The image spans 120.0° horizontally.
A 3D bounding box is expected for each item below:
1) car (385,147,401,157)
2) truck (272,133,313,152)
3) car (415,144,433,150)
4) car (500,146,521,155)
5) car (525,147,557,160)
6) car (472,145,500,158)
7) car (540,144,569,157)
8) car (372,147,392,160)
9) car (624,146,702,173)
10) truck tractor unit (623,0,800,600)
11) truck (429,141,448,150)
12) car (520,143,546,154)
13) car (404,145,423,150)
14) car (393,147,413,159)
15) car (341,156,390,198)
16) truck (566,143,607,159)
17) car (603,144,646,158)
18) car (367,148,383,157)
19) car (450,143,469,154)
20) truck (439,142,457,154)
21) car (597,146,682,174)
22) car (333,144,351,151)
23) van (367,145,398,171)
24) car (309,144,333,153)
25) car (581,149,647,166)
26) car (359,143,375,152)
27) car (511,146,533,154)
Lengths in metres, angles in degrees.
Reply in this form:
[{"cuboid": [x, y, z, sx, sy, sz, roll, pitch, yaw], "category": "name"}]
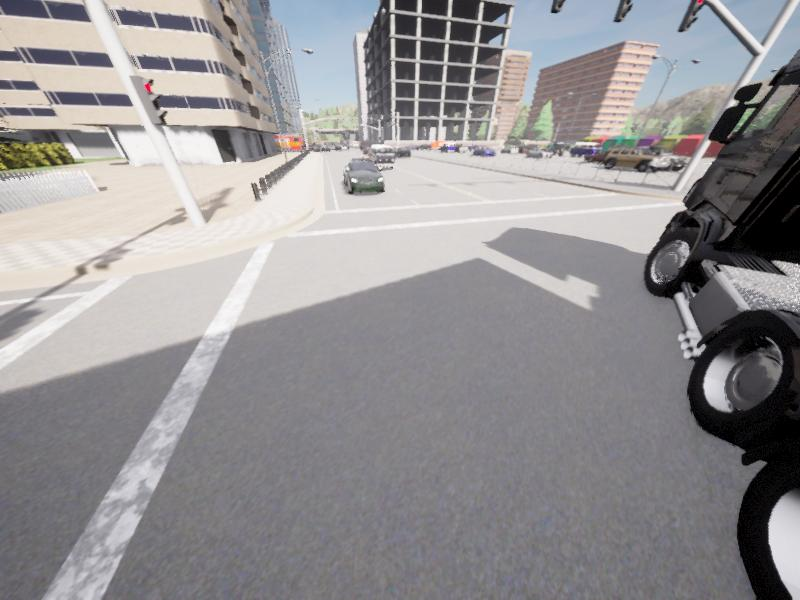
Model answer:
[{"cuboid": [-1.344, -27.912, 43.485, 1.812, 1.442, 4.674, -9, 35, -13], "category": "car"}, {"cuboid": [-26.820, -39.513, 58.103, 8.468, 3.827, 2.891, -9, 36, -14], "category": "truck"}, {"cuboid": [7.275, -46.245, 69.848, 4.892, 1.490, 1.837, -9, 35, -13], "category": "car"}, {"cuboid": [23.300, -31.770, 48.957, 1.970, 1.475, 3.806, -9, 35, -13], "category": "car"}, {"cuboid": [21.699, -22.671, 35.690, 1.970, 1.475, 3.806, -9, 35, -13], "category": "car"}, {"cuboid": [14.581, -25.419, 39.545, 2.242, 1.667, 4.611, -9, 35, -13], "category": "car"}, {"cuboid": [28.383, -27.647, 42.542, 1.905, 1.878, 3.866, -9, 35, -13], "category": "car"}, {"cuboid": [-2.942, -23.770, 37.409, 2.163, 1.488, 4.792, -9, 35, -13], "category": "car"}, {"cuboid": [23.676, -12.929, 21.073, 1.905, 1.878, 3.866, -9, 35, -13], "category": "car"}, {"cuboid": [4.566, -0.640, 1.288, 3.053, 4.208, 6.516, 22, 40, 28], "category": "truck tractor unit"}, {"cuboid": [12.301, -49.379, 73.810, 5.204, 2.467, 2.627, -9, 35, -13], "category": "truck"}, {"cuboid": [28.670, -32.817, 50.073, 1.932, 1.855, 4.605, -9, 35, -13], "category": "car"}, {"cuboid": [4.167, -47.702, 72.204, 5.357, 1.411, 2.033, -9, 35, -13], "category": "car"}, {"cuboid": [0.384, -24.417, 38.313, 1.882, 1.535, 5.008, -9, 35, -13], "category": "car"}, {"cuboid": [-2.125, -7.189, 13.201, 2.038, 1.542, 4.974, -8, 35, -12], "category": "car"}, {"cuboid": [30.066, -24.244, 37.414, 2.069, 2.038, 4.478, -9, 35, -13], "category": "truck"}, {"cuboid": [37.980, -25.406, 39.300, 1.932, 1.855, 4.605, -9, 35, -13], "category": "car"}, {"cuboid": [-4.635, -27.170, 42.524, 1.895, 1.301, 4.718, -9, 35, -13], "category": "car"}, {"cuboid": [13.389, -34.240, 52.097, 1.932, 1.855, 4.605, -9, 35, -13], "category": "car"}, {"cuboid": [10.614, -33.854, 51.358, 2.069, 2.038, 4.478, -9, 35, -13], "category": "truck"}, {"cuboid": [20.869, -12.535, 20.485, 1.932, 1.855, 4.605, -9, 35, -13], "category": "car"}, {"cuboid": [-16.176, -42.829, 65.014, 2.038, 1.542, 4.974, 17, 37, 23], "category": "car"}, {"cuboid": [-1.810, -14.240, 23.027, 2.069, 2.038, 4.480, -9, 36, -13], "category": "van"}, {"cuboid": [-19.304, -36.945, 56.347, 5.238, 1.638, 1.930, 12, 36, 16], "category": "car"}, {"cuboid": [24.605, -16.655, 26.919, 2.033, 1.415, 5.357, -9, 35, -13], "category": "car"}, {"cuboid": [-8.616, -39.639, 60.079, 3.866, 1.878, 1.905, -9, 36, -13], "category": "car"}, {"cuboid": [26.093, -32.221, 49.568, 1.784, 1.438, 3.905, -9, 35, -13], "category": "car"}]
